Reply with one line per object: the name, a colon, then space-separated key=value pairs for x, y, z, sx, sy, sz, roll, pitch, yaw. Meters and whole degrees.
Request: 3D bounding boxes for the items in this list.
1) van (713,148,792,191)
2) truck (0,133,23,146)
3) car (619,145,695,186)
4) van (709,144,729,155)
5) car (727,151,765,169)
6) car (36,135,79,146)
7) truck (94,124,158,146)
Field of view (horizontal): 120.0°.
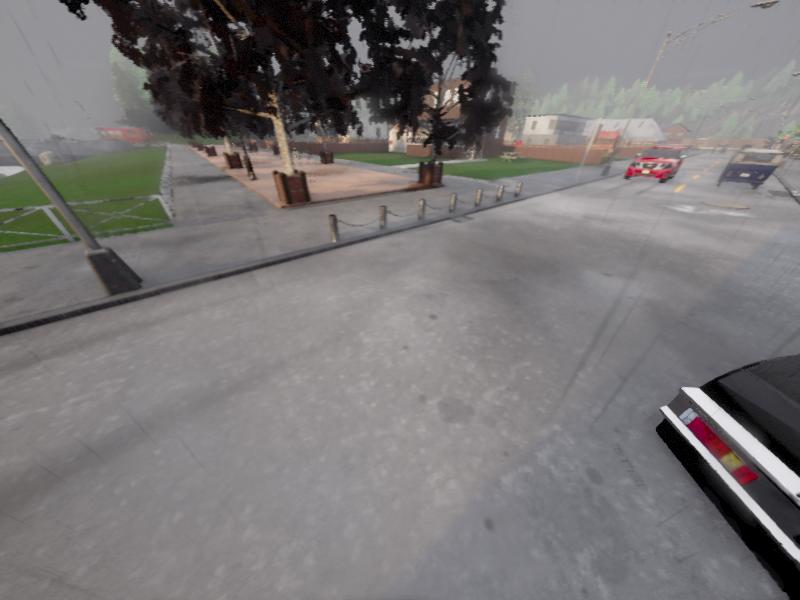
van: x=21.899 y=-8.296 z=14.504 sx=4.442 sy=1.987 sz=1.775 roll=-25 pitch=42 yaw=-31
truck: x=-80.560 y=-31.508 z=45.383 sx=6.274 sy=2.098 sz=2.390 roll=-24 pitch=42 yaw=-31
car: x=17.919 y=-9.481 z=16.060 sx=5.566 sy=2.045 sz=2.150 roll=-25 pitch=42 yaw=-32
van: x=73.795 y=-34.899 z=53.380 sx=4.442 sy=1.987 sz=1.775 roll=-24 pitch=42 yaw=-31
car: x=39.357 y=-16.059 z=26.323 sx=4.892 sy=1.490 sz=1.837 roll=-24 pitch=42 yaw=-31
car: x=-73.838 y=-34.479 z=49.941 sx=4.605 sy=1.855 sz=1.932 roll=-24 pitch=42 yaw=-31
truck: x=-62.198 y=-37.616 z=52.934 sx=8.468 sy=3.827 sz=2.891 roll=-24 pitch=42 yaw=-31
